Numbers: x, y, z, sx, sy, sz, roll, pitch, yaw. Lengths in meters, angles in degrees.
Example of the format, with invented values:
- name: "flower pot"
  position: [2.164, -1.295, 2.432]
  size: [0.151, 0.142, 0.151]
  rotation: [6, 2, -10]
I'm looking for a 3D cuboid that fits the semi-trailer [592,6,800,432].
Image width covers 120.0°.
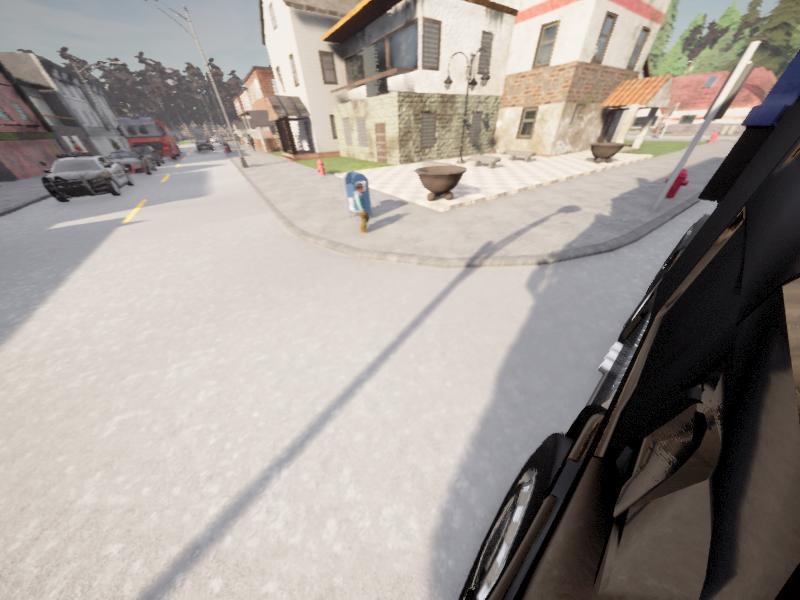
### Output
- name: "semi-trailer"
  position: [9.042, -3.329, 3.881]
  size: [14.254, 4.402, 2.717]
  rotation: [-24, 42, -26]

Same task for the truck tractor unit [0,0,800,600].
- name: "truck tractor unit"
  position: [2.645, -0.295, 0.351]
  size: [6.516, 4.208, 3.053]
  rotation: [-28, 44, -30]

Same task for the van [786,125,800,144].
- name: "van"
  position: [32.720, -12.932, 17.411]
  size: [1.775, 1.987, 4.442]
  rotation: [20, 42, 27]

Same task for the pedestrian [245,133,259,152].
- name: "pedestrian"
  position: [-18.173, -19.305, 28.354]
  size: [0.751, 1.860, 0.751]
  rotation: [-23, 42, -25]

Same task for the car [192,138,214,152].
- name: "car"
  position: [-29.775, -23.523, 35.021]
  size: [2.038, 1.542, 4.974]
  rotation: [-23, 42, -25]

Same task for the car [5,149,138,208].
- name: "car"
  position: [-14.507, -5.857, 10.746]
  size: [1.930, 1.638, 5.238]
  rotation: [-24, 42, -26]

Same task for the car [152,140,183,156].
- name: "car"
  position: [-31.628, -20.801, 31.554]
  size: [2.163, 1.488, 4.792]
  rotation: [-23, 42, -25]

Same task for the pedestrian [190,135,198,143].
- name: "pedestrian"
  position: [-55.075, -43.022, 61.664]
  size: [0.751, 1.860, 0.751]
  rotation: [-19, 40, -21]

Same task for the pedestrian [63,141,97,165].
- name: "pedestrian"
  position: [-29.608, -13.634, 21.428]
  size: [0.751, 1.860, 0.751]
  rotation: [-14, 39, -15]

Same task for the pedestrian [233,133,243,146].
- name: "pedestrian"
  position: [-29.403, -29.167, 41.994]
  size: [0.751, 1.860, 0.751]
  rotation: [-24, 42, -26]

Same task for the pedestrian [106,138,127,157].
- name: "pedestrian"
  position: [-35.885, -19.306, 29.263]
  size: [0.751, 1.860, 0.751]
  rotation: [-21, 41, -23]

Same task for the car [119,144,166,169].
- name: "car"
  position: [-21.996, -12.443, 19.927]
  size: [1.789, 1.549, 3.705]
  rotation: [-23, 42, -26]

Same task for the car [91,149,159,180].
- name: "car"
  position: [-18.664, -9.452, 15.948]
  size: [1.994, 1.385, 4.181]
  rotation: [-23, 42, -25]

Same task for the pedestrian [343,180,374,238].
- name: "pedestrian"
  position: [-0.936, -2.060, 5.242]
  size: [0.500, 1.100, 0.500]
  rotation: [-9, 38, -9]

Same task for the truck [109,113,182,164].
- name: "truck"
  position: [-26.796, -17.494, 24.979]
  size: [2.891, 3.827, 8.468]
  rotation: [-23, 42, -26]

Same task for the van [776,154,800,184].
- name: "van"
  position: [17.460, -6.117, 8.707]
  size: [5.915, 2.561, 1.988]
  rotation: [-23, 42, -25]
